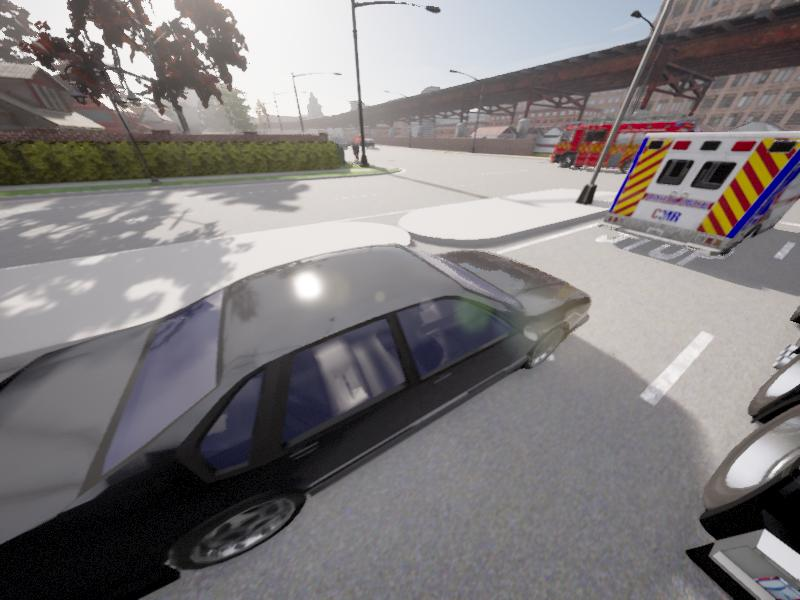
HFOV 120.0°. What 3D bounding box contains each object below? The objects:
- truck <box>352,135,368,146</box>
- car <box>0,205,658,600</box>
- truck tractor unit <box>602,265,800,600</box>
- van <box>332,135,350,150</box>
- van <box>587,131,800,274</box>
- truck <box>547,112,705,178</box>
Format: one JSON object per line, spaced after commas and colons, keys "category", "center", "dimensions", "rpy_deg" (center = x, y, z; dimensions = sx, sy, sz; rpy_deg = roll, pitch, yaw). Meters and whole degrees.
{"category": "truck", "center": [-11.950, -47.440, 68.775], "dimensions": [2.627, 2.467, 5.204], "rpy_deg": [-18, 40, -24]}
{"category": "car", "center": [-0.210, 0.287, 2.371], "dimensions": [5.357, 1.411, 2.033], "rpy_deg": [-18, 39, -24]}
{"category": "truck tractor unit", "center": [5.111, -0.300, 0.780], "dimensions": [6.516, 4.208, 3.053], "rpy_deg": [-18, 39, -24]}
{"category": "van", "center": [-13.923, -37.110, 54.401], "dimensions": [1.988, 2.561, 5.915], "rpy_deg": [-18, 41, -24]}
{"category": "van", "center": [8.686, -2.955, 6.200], "dimensions": [6.366, 2.431, 2.351], "rpy_deg": [-16, 38, -22]}
{"category": "truck", "center": [18.197, -13.240, 19.839], "dimensions": [2.891, 3.827, 8.468], "rpy_deg": [-18, 39, -24]}
